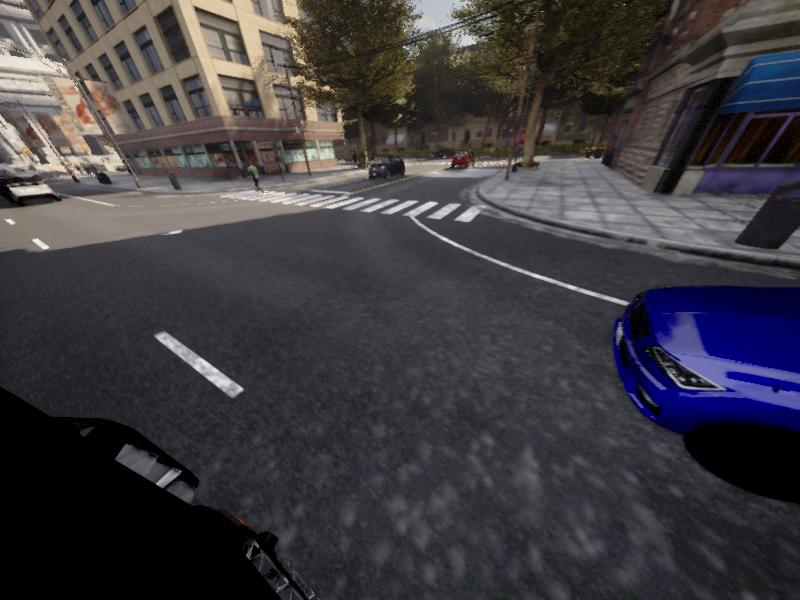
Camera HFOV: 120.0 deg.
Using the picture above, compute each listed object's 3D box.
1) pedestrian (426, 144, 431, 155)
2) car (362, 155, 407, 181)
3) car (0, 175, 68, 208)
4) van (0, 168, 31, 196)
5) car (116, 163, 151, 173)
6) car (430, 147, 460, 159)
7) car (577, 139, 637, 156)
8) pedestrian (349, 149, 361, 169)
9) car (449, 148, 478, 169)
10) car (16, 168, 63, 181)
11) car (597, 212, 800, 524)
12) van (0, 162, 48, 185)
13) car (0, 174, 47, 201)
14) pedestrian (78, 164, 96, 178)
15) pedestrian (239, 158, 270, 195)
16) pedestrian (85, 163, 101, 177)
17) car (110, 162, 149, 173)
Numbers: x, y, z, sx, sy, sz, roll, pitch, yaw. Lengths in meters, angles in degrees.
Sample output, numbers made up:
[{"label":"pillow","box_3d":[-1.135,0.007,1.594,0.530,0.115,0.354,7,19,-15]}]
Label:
[{"label":"pedestrian","box_3d":[6.020,-31.604,48.634,0.751,1.860,0.751,16,38,25]},{"label":"car","box_3d":[-1.082,-10.607,18.452,1.845,1.501,3.633,15,38,25]},{"label":"car","box_3d":[-24.745,-7.305,15.338,4.514,1.525,2.007,16,38,26]},{"label":"van","box_3d":[-35.978,-10.680,20.822,4.442,1.987,1.775,16,38,26]},{"label":"car","box_3d":[-53.926,-26.822,46.818,1.994,1.385,4.181,16,38,26]},{"label":"car","box_3d":[7.266,-24.156,38.029,1.882,1.535,5.008,-22,38,-27]},{"label":"car","box_3d":[26.181,-19.432,29.491,5.366,1.575,1.801,16,38,26]},{"label":"pedestrian","box_3d":[-5.108,-16.139,26.402,0.751,1.860,0.751,-30,42,-34]},{"label":"car","box_3d":[6.543,-14.452,23.582,1.789,1.549,3.705,15,38,25]},{"label":"car","box_3d":[-57.033,-19.946,36.641,1.845,1.501,3.633,16,38,26]},{"label":"car","box_3d":[3.953,0.732,1.191,4.193,1.474,1.816,20,40,30]},{"label":"van","box_3d":[-55.764,-17.711,32.429,2.351,2.431,6.366,16,38,26]},{"label":"car","box_3d":[-30.167,-8.873,18.090,3.633,1.501,1.845,16,38,26]},{"label":"pedestrian","box_3d":[-49.108,-20.313,36.275,0.751,1.860,0.751,-24,39,-28]},{"label":"pedestrian","box_3d":[-8.765,-7.466,14.012,0.751,1.860,0.751,16,38,26]},{"label":"pedestrian","box_3d":[-48.738,-20.611,36.693,0.751,1.860,0.751,26,44,36]},{"label":"car","box_3d":[-56.761,-27.914,48.596,2.163,1.488,4.792,16,38,26]}]
